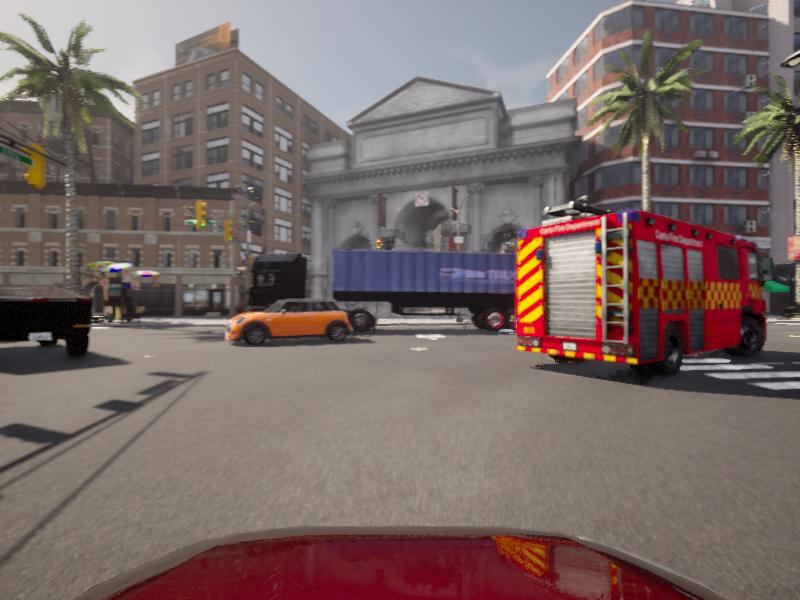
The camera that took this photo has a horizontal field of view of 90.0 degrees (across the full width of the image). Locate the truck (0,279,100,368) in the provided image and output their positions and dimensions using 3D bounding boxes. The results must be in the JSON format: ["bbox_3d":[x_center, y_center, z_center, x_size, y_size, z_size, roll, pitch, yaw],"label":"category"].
[{"bbox_3d":[-11.364,0.557,11.984,6.274,2.098,2.390,0,0,40],"label":"truck"}]

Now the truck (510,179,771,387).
[{"bbox_3d":[6.980,-0.288,10.965,8.468,3.827,2.891,0,-1,-35],"label":"truck"}]

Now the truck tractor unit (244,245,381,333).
[{"bbox_3d":[-4.377,-0.478,21.021,6.516,4.208,3.053,0,0,-6],"label":"truck tractor unit"}]

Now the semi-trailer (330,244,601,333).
[{"bbox_3d":[3.489,-0.564,21.879,14.254,4.402,2.717,0,0,-6],"label":"semi-trailer"}]

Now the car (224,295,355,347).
[{"bbox_3d":[-4.281,0.725,15.532,4.553,1.767,2.097,0,0,-28],"label":"car"}]

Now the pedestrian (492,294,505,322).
[{"bbox_3d":[6.811,0.555,27.665,0.751,1.860,0.751,0,0,26],"label":"pedestrian"}]

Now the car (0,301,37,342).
[{"bbox_3d":[-18.095,0.816,15.939,5.366,1.575,1.801,0,0,-6],"label":"car"}]
